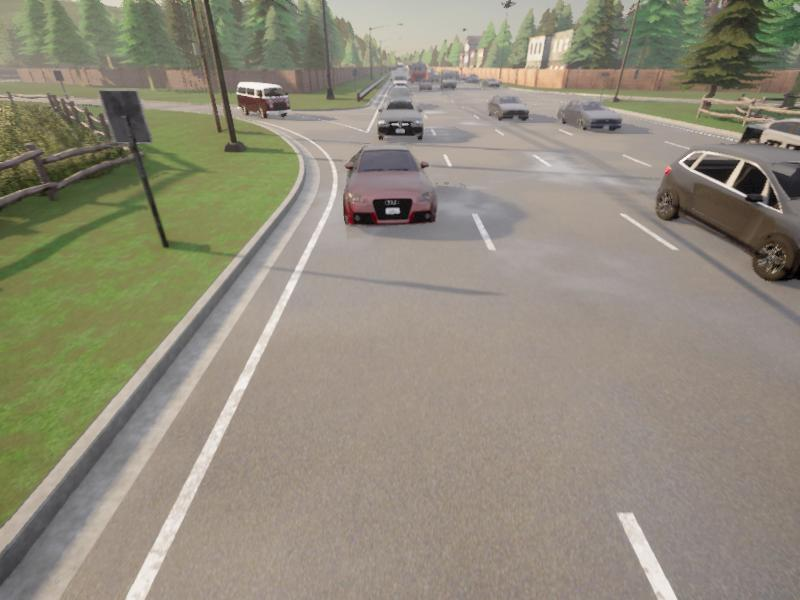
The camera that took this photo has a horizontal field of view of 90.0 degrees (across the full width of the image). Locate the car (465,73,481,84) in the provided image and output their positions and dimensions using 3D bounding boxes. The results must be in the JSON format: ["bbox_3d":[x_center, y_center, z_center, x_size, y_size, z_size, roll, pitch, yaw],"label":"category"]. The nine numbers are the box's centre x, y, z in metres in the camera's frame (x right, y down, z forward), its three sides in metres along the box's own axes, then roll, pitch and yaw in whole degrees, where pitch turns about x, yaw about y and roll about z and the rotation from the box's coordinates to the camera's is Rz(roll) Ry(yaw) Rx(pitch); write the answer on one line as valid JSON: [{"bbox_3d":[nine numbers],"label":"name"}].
[{"bbox_3d":[14.043,-42.619,77.061,2.097,1.767,4.553,0,30,0],"label":"car"}]

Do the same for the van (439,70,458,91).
[{"bbox_3d":[7.032,-32.231,58.562,1.988,2.561,5.915,0,30,0],"label":"van"}]

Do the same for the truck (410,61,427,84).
[{"bbox_3d":[3.539,-45.321,79.649,2.891,3.827,8.468,0,30,0],"label":"truck"}]

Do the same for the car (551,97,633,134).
[{"bbox_3d":[10.518,-10.468,22.509,2.033,1.411,5.357,0,30,0],"label":"car"}]

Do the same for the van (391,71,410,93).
[{"bbox_3d":[0.031,-29.264,53.598,2.351,2.431,6.366,0,30,0],"label":"van"}]

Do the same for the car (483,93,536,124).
[{"bbox_3d":[7.019,-12.725,26.362,2.033,1.411,5.357,0,30,0],"label":"car"}]

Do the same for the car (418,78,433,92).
[{"bbox_3d":[3.532,-29.664,55.172,1.845,1.501,3.633,0,30,0],"label":"car"}]

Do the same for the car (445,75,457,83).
[{"bbox_3d":[10.545,-45.451,82.291,1.970,1.475,3.806,0,30,0],"label":"car"}]

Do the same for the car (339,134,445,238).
[{"bbox_3d":[-0.316,-2.954,9.687,1.994,1.385,4.181,-2,30,-4],"label":"car"}]

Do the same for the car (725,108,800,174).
[{"bbox_3d":[14.015,-5.261,13.367,1.930,1.638,5.238,0,30,0],"label":"car"}]

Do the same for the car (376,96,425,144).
[{"bbox_3d":[0.018,-9.074,19.895,2.152,1.651,5.027,0,30,0],"label":"car"}]

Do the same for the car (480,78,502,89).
[{"bbox_3d":[14.231,-34.015,62.747,2.033,1.411,5.357,-2,30,-3],"label":"car"}]

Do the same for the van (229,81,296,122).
[{"bbox_3d":[-9.232,-13.399,26.849,2.069,2.038,4.480,-27,41,-37],"label":"van"}]

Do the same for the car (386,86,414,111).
[{"bbox_3d":[0.023,-16.725,33.109,2.163,1.488,4.792,0,30,0],"label":"car"}]

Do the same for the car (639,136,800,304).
[{"bbox_3d":[7.012,-1.816,7.451,2.242,1.667,4.611,0,30,0],"label":"car"}]
